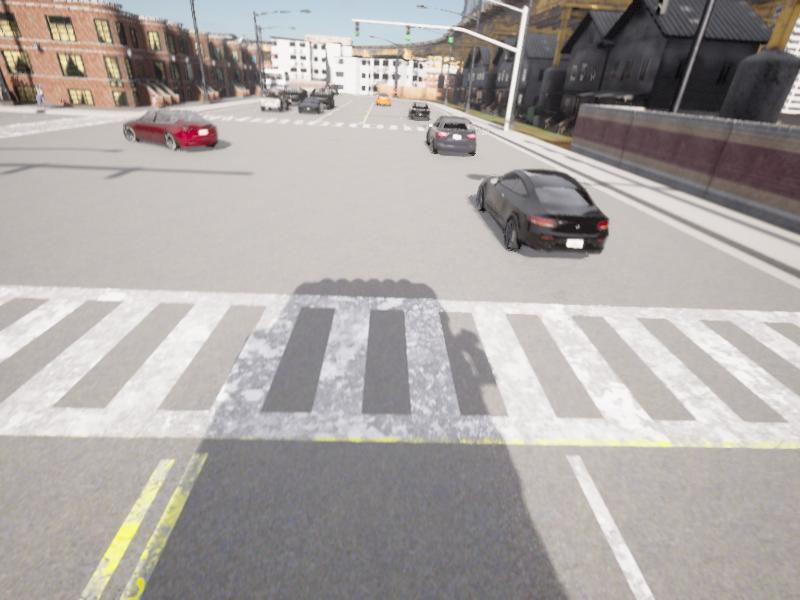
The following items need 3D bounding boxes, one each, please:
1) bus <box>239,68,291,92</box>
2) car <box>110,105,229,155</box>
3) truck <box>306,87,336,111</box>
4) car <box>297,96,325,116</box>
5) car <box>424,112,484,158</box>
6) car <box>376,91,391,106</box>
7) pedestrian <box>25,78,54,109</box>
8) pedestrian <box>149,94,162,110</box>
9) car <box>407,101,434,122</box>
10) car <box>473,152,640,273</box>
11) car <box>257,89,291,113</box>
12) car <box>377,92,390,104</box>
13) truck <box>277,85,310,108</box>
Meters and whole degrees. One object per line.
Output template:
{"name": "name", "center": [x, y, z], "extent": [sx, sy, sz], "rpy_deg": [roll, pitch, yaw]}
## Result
{"name": "bus", "center": [-30.847, -50.538, 91.982], "extent": [10.273, 4.253, 3.944], "rpy_deg": [5, 28, 2]}
{"name": "car", "center": [-10.180, -7.620, 17.706], "extent": [4.792, 1.488, 2.163], "rpy_deg": [19, 32, 26]}
{"name": "truck", "center": [-8.832, -22.864, 45.418], "extent": [2.390, 2.098, 6.274], "rpy_deg": [2, 29, -3]}
{"name": "car", "center": [-8.568, -18.842, 38.773], "extent": [1.994, 1.385, 4.181], "rpy_deg": [2, 28, -3]}
{"name": "car", "center": [2.672, -8.769, 21.033], "extent": [2.242, 1.667, 4.611], "rpy_deg": [2, 28, -3]}
{"name": "car", "center": [-2.438, -30.119, 59.872], "extent": [2.097, 1.767, 4.553], "rpy_deg": [2, 28, -3]}
{"name": "pedestrian", "center": [-24.789, -14.199, 27.521], "extent": [0.751, 1.860, 0.751], "rpy_deg": [-2, 29, -9]}
{"name": "pedestrian", "center": [-19.552, -15.848, 31.957], "extent": [0.500, 1.100, 0.500], "rpy_deg": [16, 31, 22]}
{"name": "car", "center": [1.907, -18.671, 39.445], "extent": [2.128, 1.511, 4.902], "rpy_deg": [2, 28, -3]}
{"name": "car", "center": [3.154, -2.288, 9.324], "extent": [1.812, 1.442, 4.674], "rpy_deg": [2, 28, -3]}
{"name": "car", "center": [-12.057, -19.259, 38.630], "extent": [1.932, 1.855, 4.605], "rpy_deg": [2, 28, -3]}
{"name": "car", "center": [-2.793, -34.072, 67.422], "extent": [1.882, 1.535, 5.008], "rpy_deg": [0, 29, -6]}
{"name": "truck", "center": [-12.398, -23.922, 46.989], "extent": [2.390, 2.098, 6.274], "rpy_deg": [2, 29, -3]}
